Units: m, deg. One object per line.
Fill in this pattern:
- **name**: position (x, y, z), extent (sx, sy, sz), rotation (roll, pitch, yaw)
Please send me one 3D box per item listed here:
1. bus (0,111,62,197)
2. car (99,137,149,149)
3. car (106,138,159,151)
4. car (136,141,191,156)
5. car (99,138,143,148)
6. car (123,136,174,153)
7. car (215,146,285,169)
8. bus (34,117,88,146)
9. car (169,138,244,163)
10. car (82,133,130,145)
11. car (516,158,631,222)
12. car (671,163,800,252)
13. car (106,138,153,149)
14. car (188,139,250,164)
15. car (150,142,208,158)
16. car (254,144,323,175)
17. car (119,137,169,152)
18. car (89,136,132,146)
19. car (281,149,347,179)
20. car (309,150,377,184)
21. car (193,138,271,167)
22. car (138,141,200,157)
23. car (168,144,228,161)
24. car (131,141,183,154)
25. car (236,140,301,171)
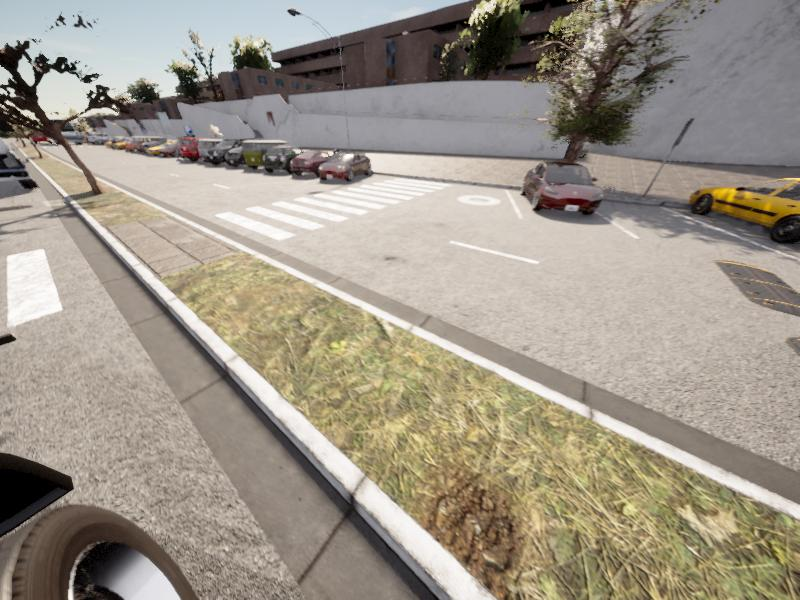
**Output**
- **bus**: position (-21.782, -7.876, 11.149), extent (10.273, 4.253, 3.944), rotation (23, 41, 28)
- **car**: position (-49.489, -28.287, 41.564), extent (1.946, 1.575, 5.366), rotation (10, 36, 12)
- **car**: position (-44.647, -26.183, 38.787), extent (1.946, 1.575, 5.366), rotation (11, 36, 12)
- **car**: position (-32.481, -21.048, 32.007), extent (2.163, 1.488, 4.792), rotation (10, 36, 12)
- **car**: position (-51.867, -29.400, 43.125), extent (2.002, 1.452, 4.674), rotation (10, 36, 12)
- **car**: position (-37.348, -23.254, 34.536), extent (1.878, 1.987, 4.442), rotation (11, 36, 12)
- **car**: position (-13.102, -12.870, 20.680), extent (2.231, 1.521, 4.892), rotation (9, 35, 13)
- **bus**: position (-68.505, -33.997, 46.709), extent (10.273, 4.253, 3.944), rotation (23, 41, 28)
- **car**: position (-20.359, -16.145, 24.808), extent (2.435, 2.045, 5.566), rotation (10, 36, 13)
- **car**: position (-61.538, -33.833, 48.558), extent (2.435, 2.045, 5.566), rotation (10, 36, 12)
- **car**: position (6.350, -4.675, 9.318), extent (2.163, 1.488, 4.792), rotation (10, 36, 12)
- **car**: position (11.275, -2.777, 6.622), extent (1.946, 1.575, 5.366), rotation (9, 35, 13)
- **car**: position (-47.016, -27.327, 40.366), extent (2.163, 1.488, 4.792), rotation (10, 36, 12)
- **car**: position (-17.967, -15.026, 23.289), extent (1.878, 1.987, 4.442), rotation (10, 36, 12)
- **car**: position (-27.644, -18.951, 29.150), extent (2.163, 1.488, 4.792), rotation (10, 36, 12)
- **car**: position (-8.263, -10.929, 17.759), extent (2.185, 1.767, 4.553), rotation (9, 35, 13)
- **car**: position (-39.762, -24.270, 36.059), extent (2.185, 1.767, 4.553), rotation (10, 36, 12)
- **car**: position (-59.116, -32.571, 47.287), extent (2.231, 1.521, 4.892), rotation (10, 36, 12)
- **car**: position (-5.837, -9.792, 16.461), extent (2.002, 1.452, 4.674), rotation (9, 36, 13)
- **car**: position (-3.398, -8.763, 15.010), extent (2.163, 1.488, 4.792), rotation (10, 36, 12)
- **car**: position (-15.520, -14.080, 21.931), extent (2.435, 2.045, 5.566), rotation (10, 36, 12)
- **car**: position (-30.104, -19.923, 30.411), extent (1.946, 1.575, 5.366), rotation (10, 36, 12)
- **car**: position (-22.793, -16.909, 26.359), extent (2.002, 1.452, 4.674), rotation (10, 36, 13)
- **car**: position (-34.913, -22.061, 33.384), extent (2.002, 1.452, 4.674), rotation (10, 36, 12)
- **car**: position (-10.646, -12.108, 19.234), extent (1.878, 1.987, 4.442), rotation (9, 35, 13)
